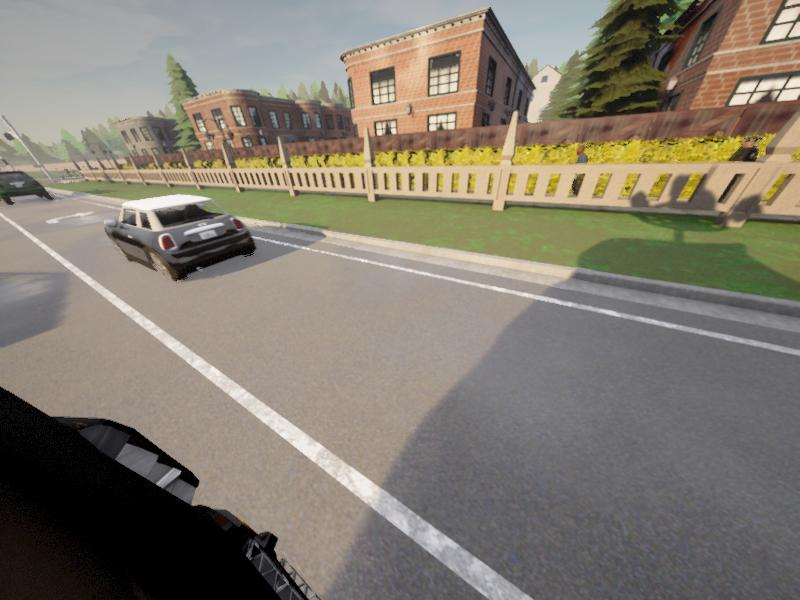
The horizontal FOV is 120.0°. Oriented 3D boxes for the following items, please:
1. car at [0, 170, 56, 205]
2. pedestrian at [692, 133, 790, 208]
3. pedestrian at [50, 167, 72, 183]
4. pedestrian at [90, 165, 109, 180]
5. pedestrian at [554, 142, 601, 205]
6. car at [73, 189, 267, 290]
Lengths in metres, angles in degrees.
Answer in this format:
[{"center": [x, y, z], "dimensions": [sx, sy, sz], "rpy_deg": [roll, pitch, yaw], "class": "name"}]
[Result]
[{"center": [-29.958, -8.838, 17.979], "dimensions": [5.566, 2.045, 2.150], "rpy_deg": [15, 38, 26], "class": "car"}, {"center": [10.152, -3.885, 7.006], "dimensions": [0.751, 1.860, 0.751], "rpy_deg": [16, 38, 27], "class": "pedestrian"}, {"center": [-47.880, -17.661, 32.658], "dimensions": [0.751, 1.860, 0.751], "rpy_deg": [9, 36, 18], "class": "pedestrian"}, {"center": [-43.008, -18.235, 33.120], "dimensions": [0.751, 1.860, 0.751], "rpy_deg": [15, 37, 25], "class": "pedestrian"}, {"center": [6.206, -4.462, 8.207], "dimensions": [0.751, 1.860, 0.751], "rpy_deg": [15, 38, 25], "class": "pedestrian"}, {"center": [-5.650, -1.764, 5.786], "dimensions": [3.806, 1.475, 1.970], "rpy_deg": [16, 38, 26], "class": "car"}]
